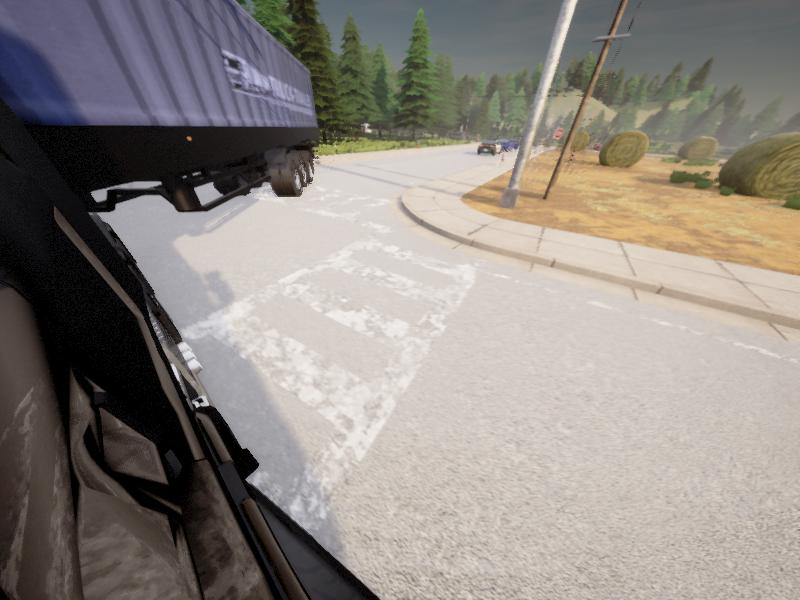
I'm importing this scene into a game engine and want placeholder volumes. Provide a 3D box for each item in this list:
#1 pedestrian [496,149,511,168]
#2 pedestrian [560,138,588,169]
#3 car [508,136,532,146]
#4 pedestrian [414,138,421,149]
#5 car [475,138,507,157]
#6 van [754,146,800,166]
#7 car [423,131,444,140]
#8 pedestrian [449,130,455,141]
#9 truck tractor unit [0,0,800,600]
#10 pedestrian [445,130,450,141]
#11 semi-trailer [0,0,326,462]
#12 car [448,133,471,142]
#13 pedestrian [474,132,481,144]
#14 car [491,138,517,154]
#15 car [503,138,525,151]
[{"bbox_3d":[7.276,-9.993,16.287,0.500,1.100,0.500,31,45,32],"label":"pedestrian"},{"bbox_3d":[12.726,-10.723,16.948,0.751,1.860,0.751,-23,44,-30],"label":"pedestrian"},{"bbox_3d":[25.504,-33.817,49.181,3.806,1.475,1.970,24,42,26],"label":"car"},{"bbox_3d":[2.068,-18.710,27.578,0.500,1.100,0.500,28,43,29],"label":"pedestrian"},{"bbox_3d":[10.574,-17.654,26.656,2.038,1.542,4.974,22,41,24],"label":"car"},{"bbox_3d":[55.421,-20.664,33.142,4.442,1.987,1.775,24,42,26],"label":"van"},{"bbox_3d":[7.929,-39.103,55.044,4.514,1.525,2.007,24,42,25],"label":"car"},{"bbox_3d":[11.150,-35.247,49.535,0.751,1.860,0.751,-28,46,-34],"label":"pedestrian"},{"bbox_3d":[-2.645,-0.295,0.351,6.516,4.208,3.053,28,44,30],"label":"truck tractor unit"},{"bbox_3d":[10.202,-35.550,49.878,0.751,1.860,0.751,11,38,10],"label":"pedestrian"},{"bbox_3d":[-4.748,-4.750,6.002,2.717,4.402,14.254,-2,37,-6],"label":"semi-trailer"},{"bbox_3d":[13.402,-36.655,52.132,4.514,1.525,2.007,25,42,27],"label":"car"},{"bbox_3d":[14.289,-29.883,42.641,0.751,1.860,0.751,10,37,9],"label":"pedestrian"},{"bbox_3d":[14.164,-20.998,31.344,1.882,1.535,5.008,22,41,24],"label":"car"},{"bbox_3d":[17.822,-24.407,36.138,2.007,1.525,4.514,22,41,24],"label":"car"}]
